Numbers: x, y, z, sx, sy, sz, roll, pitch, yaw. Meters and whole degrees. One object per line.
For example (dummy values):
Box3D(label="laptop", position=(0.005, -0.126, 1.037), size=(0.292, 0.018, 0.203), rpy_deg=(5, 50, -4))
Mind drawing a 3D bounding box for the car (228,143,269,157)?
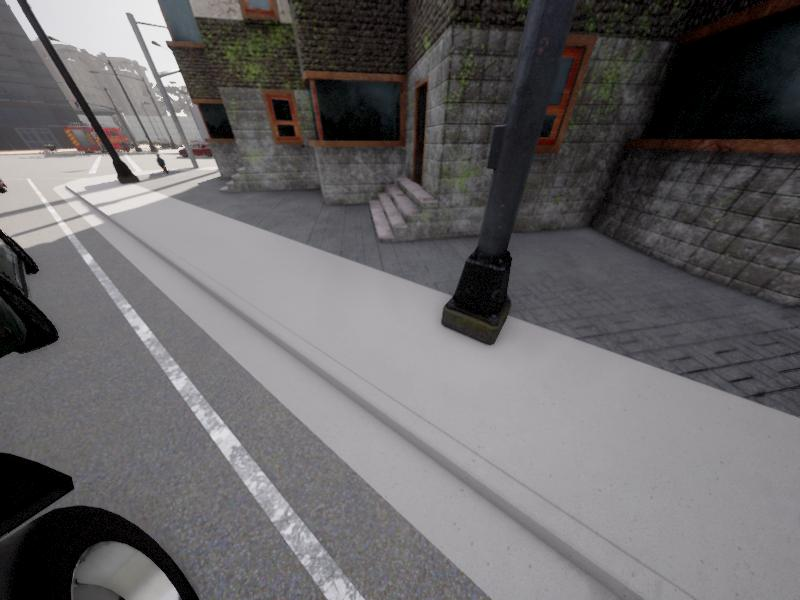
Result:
Box3D(label="car", position=(-19.805, -19.690, 30.330), size=(3.806, 1.475, 1.970), rpy_deg=(-6, 36, -8))

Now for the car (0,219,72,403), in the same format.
Box3D(label="car", position=(-6.715, -0.409, 2.703), size=(5.566, 2.045, 2.150), rpy_deg=(22, 40, 28))

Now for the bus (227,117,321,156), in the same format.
Box3D(label="bus", position=(-17.120, -23.097, 32.702), size=(10.273, 4.253, 3.944), rpy_deg=(-6, 36, -8))

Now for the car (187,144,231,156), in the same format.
Box3D(label="car", position=(-26.591, -21.011, 32.310), size=(4.181, 1.385, 1.994), rpy_deg=(-6, 36, -8))

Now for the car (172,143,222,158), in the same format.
Box3D(label="car", position=(-25.772, -19.088, 29.489), size=(4.193, 1.474, 1.816), rpy_deg=(-6, 36, -8))

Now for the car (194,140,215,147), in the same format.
Box3D(label="car", position=(-51.979, -41.693, 61.594), size=(1.994, 1.385, 4.181), rpy_deg=(0, 35, 0))

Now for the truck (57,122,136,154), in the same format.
Box3D(label="truck", position=(-48.274, -26.139, 37.393), size=(2.891, 3.827, 8.468), rpy_deg=(-10, 36, -14))

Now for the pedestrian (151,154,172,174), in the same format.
Box3D(label="pedestrian", position=(-15.798, -9.040, 15.314), size=(0.500, 1.100, 0.500), rpy_deg=(28, 44, 34))

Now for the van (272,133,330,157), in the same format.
Box3D(label="van", position=(-13.012, -20.817, 30.980), size=(6.366, 2.431, 2.351), rpy_deg=(-6, 36, -8))

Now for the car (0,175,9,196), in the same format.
Box3D(label="car", position=(-20.530, -5.827, 10.799), size=(4.674, 1.442, 1.812), rpy_deg=(22, 41, 28))

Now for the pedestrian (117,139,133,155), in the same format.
Box3D(label="pedestrian", position=(-39.835, -22.161, 33.464), size=(0.751, 1.860, 0.751), rpy_deg=(-29, 44, -35))

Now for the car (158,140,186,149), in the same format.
Box3D(label="car", position=(-50.894, -34.848, 51.736), size=(2.038, 1.542, 4.974), rpy_deg=(-5, 35, -8))
